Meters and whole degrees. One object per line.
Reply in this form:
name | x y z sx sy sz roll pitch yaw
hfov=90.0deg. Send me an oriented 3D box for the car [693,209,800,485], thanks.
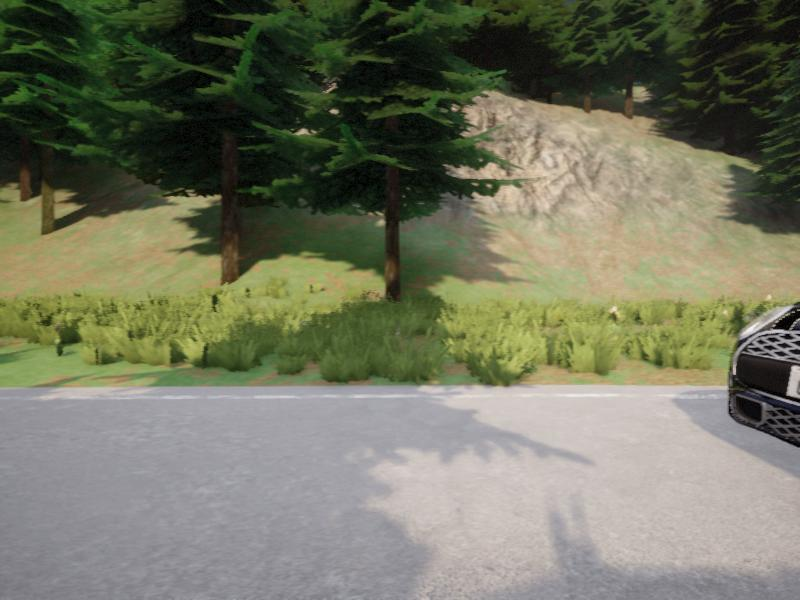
car | 4.024 0.249 1.869 3.806 1.475 1.970 0 0 7
